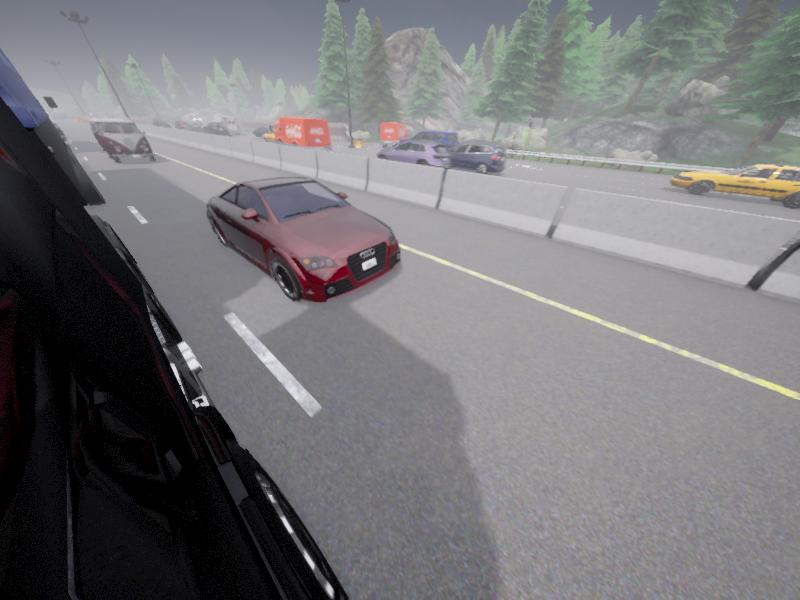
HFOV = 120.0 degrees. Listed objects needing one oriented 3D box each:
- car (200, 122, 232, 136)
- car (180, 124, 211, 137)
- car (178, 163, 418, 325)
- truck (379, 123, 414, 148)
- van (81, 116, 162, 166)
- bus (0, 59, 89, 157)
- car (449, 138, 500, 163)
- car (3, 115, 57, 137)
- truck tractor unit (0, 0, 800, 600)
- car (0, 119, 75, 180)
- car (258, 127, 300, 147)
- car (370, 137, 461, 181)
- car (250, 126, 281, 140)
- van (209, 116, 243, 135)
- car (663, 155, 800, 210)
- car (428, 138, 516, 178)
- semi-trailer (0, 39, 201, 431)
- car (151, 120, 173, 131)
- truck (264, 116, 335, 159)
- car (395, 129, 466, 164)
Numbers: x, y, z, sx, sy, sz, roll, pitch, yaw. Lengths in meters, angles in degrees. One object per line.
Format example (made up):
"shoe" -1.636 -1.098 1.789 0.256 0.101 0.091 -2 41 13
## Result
"car" -28.791 -26.725 36.100 4.611 1.667 2.242 28 44 30
"car" -28.837 -23.896 32.578 4.181 1.385 1.994 28 44 30
"car" -1.984 -1.499 4.384 4.181 1.385 1.994 28 44 30
"truck" -0.374 -20.883 29.387 2.627 2.467 5.204 13 37 16
"van" -15.724 -9.031 13.056 4.442 1.987 1.775 28 44 30
"bus" -25.609 -12.548 15.241 10.273 4.253 3.944 28 44 30
"car" 6.576 -13.441 20.687 3.705 1.549 1.789 28 44 30
"car" -37.670 -17.781 23.620 4.611 1.667 2.242 28 44 30
"truck tractor unit" -2.645 -0.295 0.351 6.516 4.208 3.053 28 44 30
"car" -16.391 -6.577 9.902 4.553 1.767 2.097 28 44 30
"car" -13.986 -18.863 26.616 5.366 1.575 1.801 28 44 30
"car" 0.736 -8.366 13.493 4.856 1.649 2.033 28 44 30
"car" -19.860 -24.663 34.055 4.892 1.490 1.837 28 44 30
"van" -30.708 -30.780 40.759 6.366 2.431 2.351 28 44 30
"car" 16.396 -5.503 10.690 5.366 1.575 1.801 28 44 30
"car" 4.419 -9.164 14.751 4.611 1.667 2.242 28 44 30
"semi-trailer" -8.674 -3.621 4.252 14.254 4.402 2.717 28 44 30
"car" -43.407 -31.813 42.073 3.705 1.549 1.789 30 45 32
"truck" -8.240 -13.456 19.029 5.204 2.467 2.627 28 44 29
"car" 2.382 -13.130 19.603 5.566 2.045 2.150 28 44 30
